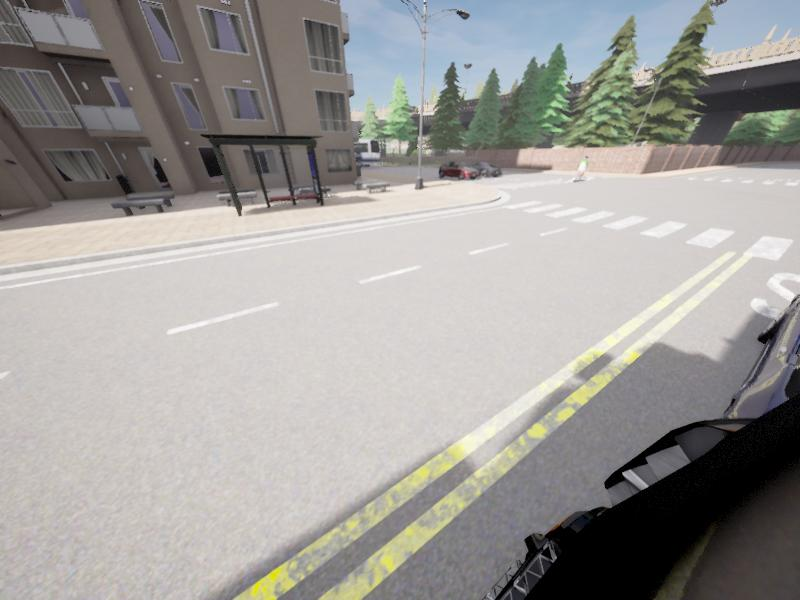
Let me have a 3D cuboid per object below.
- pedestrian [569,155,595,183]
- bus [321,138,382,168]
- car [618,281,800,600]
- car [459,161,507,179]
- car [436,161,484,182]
[{"bbox_3d":[14.173,-10.223,18.029,0.751,1.860,0.751,-15,35,-22],"label":"pedestrian"},{"bbox_3d":[-8.818,-26.875,42.541,10.273,4.253,3.944,14,35,23],"label":"bus"},{"bbox_3d":[3.989,0.815,1.515,4.718,1.301,1.895,-18,36,-25],"label":"car"},{"bbox_3d":[8.279,-13.286,23.478,1.994,1.385,4.181,-19,37,-26],"label":"car"},{"bbox_3d":[5.480,-12.172,21.680,1.816,1.474,4.193,-18,36,-25],"label":"car"}]
